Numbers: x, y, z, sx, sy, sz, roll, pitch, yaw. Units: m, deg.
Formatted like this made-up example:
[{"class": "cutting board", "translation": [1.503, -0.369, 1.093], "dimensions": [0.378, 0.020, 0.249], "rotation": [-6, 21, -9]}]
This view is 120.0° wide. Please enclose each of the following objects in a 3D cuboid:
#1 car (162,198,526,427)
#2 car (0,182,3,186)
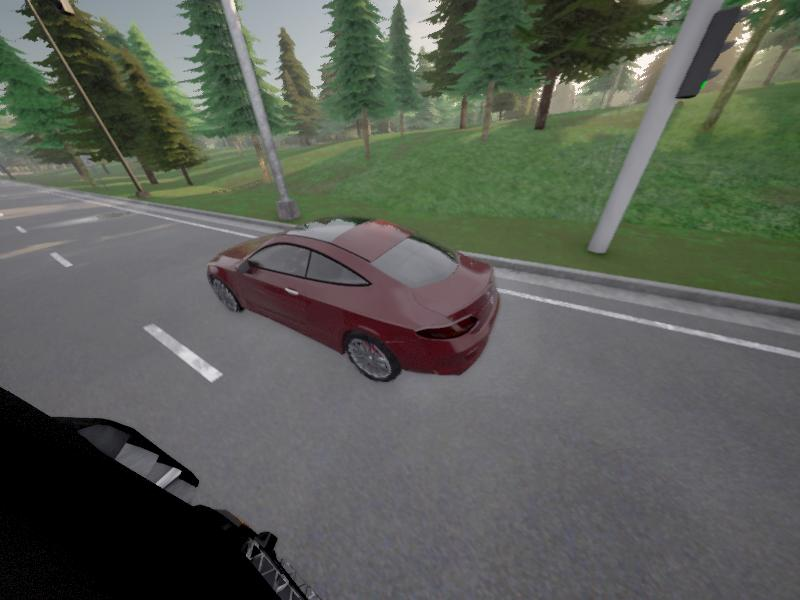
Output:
[{"class": "car", "translation": [-1.002, -0.443, 3.422], "dimensions": [4.674, 1.442, 1.812], "rotation": [16, 38, 26]}, {"class": "car", "translation": [-57.795, -16.701, 32.030], "dimensions": [5.238, 1.638, 1.930], "rotation": [16, 37, 26]}]
